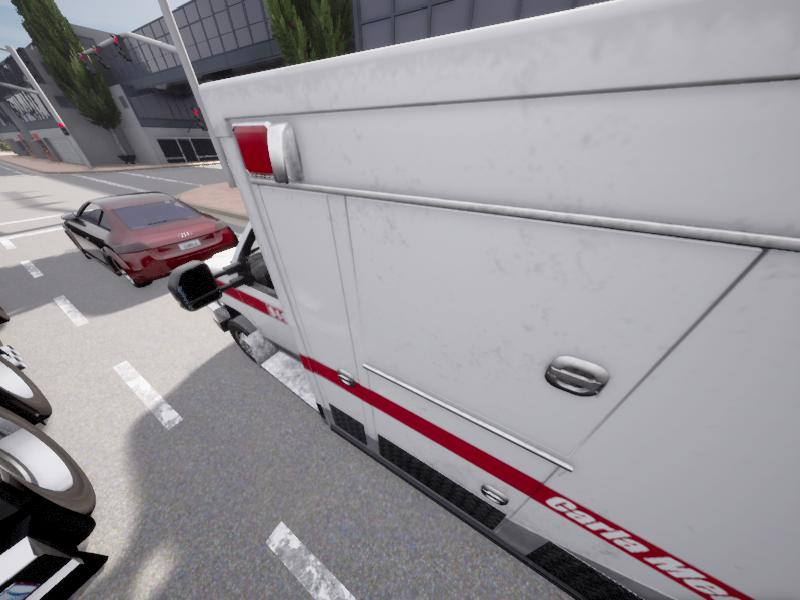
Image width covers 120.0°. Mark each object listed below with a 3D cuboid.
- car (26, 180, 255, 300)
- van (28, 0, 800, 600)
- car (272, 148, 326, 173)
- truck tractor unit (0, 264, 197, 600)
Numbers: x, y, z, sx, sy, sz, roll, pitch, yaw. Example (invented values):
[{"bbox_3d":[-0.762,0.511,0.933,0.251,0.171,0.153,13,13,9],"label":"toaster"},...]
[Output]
[{"bbox_3d":[-5.733,-1.647,5.205,4.181,1.385,1.994,18,39,24],"label":"car"},{"bbox_3d":[0.807,0.051,1.793,6.366,2.431,2.351,18,39,24],"label":"van"},{"bbox_3d":[-8.996,-12.731,20.932,1.851,1.617,3.988,18,39,24],"label":"car"},{"bbox_3d":[-5.112,-0.300,0.779,6.516,4.208,3.053,18,39,24],"label":"truck tractor unit"}]
